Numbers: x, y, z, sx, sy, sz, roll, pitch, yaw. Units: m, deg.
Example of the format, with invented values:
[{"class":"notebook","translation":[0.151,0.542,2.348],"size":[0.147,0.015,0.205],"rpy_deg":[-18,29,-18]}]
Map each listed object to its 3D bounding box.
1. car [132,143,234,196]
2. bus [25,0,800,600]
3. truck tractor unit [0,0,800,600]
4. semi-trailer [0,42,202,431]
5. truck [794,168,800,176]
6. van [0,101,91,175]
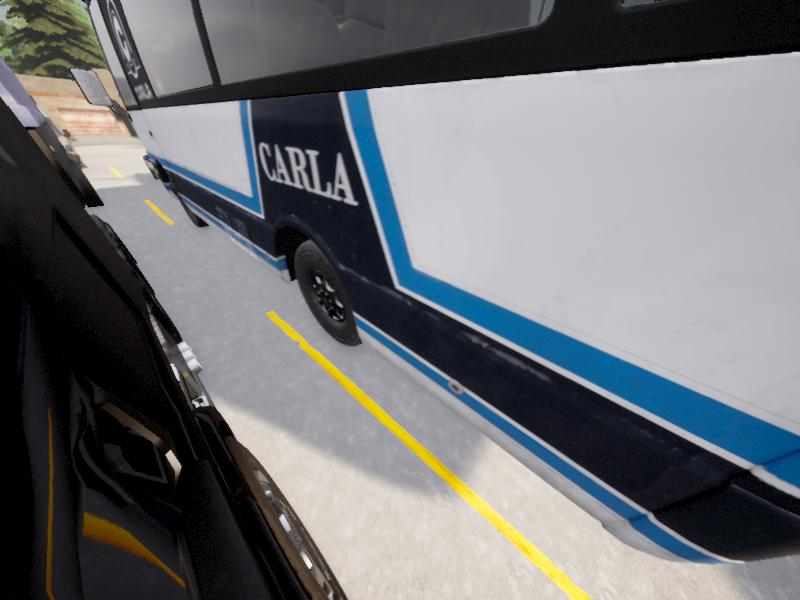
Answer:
[{"class":"car","translation":[-9.029,-5.573,9.561],"size":[4.718,1.301,1.895],"rpy_deg":[29,44,31]},{"class":"bus","translation":[-1.486,-2.680,3.574],"size":[10.273,4.253,3.944],"rpy_deg":[29,44,31]},{"class":"truck tractor unit","translation":[-2.645,-0.295,0.352],"size":[6.516,4.208,3.053],"rpy_deg":[28,44,30]},{"class":"semi-trailer","translation":[-8.714,-3.570,4.247],"size":[14.254,4.402,2.717],"rpy_deg":[28,43,30]},{"class":"truck","translation":[34.315,-10.360,17.652],"size":[2.390,2.098,6.274],"rpy_deg":[30,44,32]},{"class":"van","translation":[-18.105,-8.147,11.507],"size":[5.915,2.561,1.988],"rpy_deg":[28,44,30]}]
